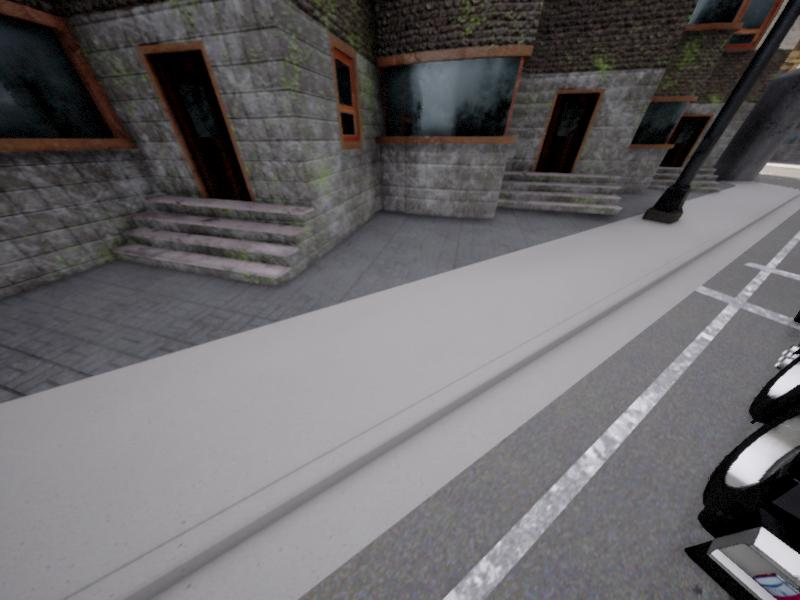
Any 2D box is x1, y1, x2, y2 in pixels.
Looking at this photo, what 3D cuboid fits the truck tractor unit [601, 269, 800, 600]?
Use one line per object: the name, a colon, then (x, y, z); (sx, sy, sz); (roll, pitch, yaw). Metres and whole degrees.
truck tractor unit: (5.113, -0.299, 0.770); (6.516, 4.208, 3.053); (-18, 39, -24)
